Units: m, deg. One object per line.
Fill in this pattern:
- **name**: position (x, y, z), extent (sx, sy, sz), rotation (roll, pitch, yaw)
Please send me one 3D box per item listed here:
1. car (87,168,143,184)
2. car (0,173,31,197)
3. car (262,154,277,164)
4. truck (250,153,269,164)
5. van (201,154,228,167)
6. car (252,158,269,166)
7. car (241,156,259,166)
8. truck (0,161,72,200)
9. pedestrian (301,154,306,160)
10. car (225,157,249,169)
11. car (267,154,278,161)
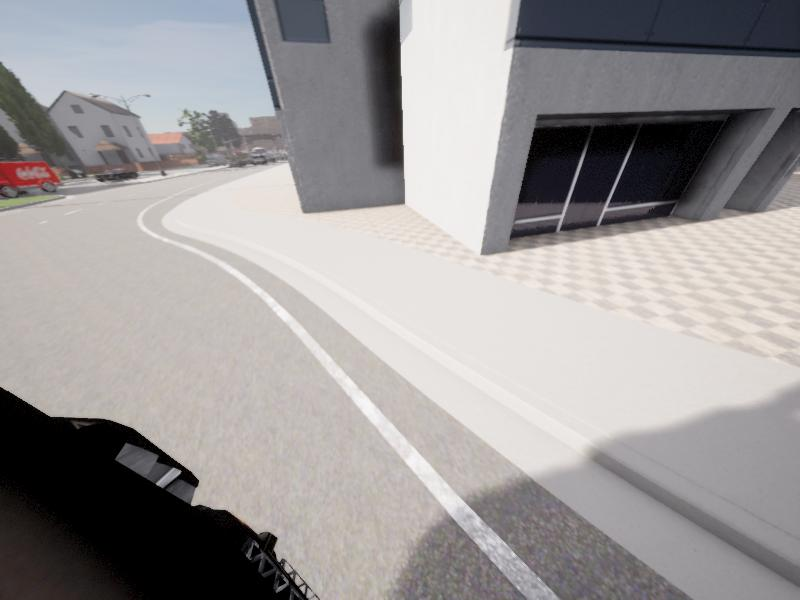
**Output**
- **car**: position (-34.331, -15.137, 28.059), extent (1.895, 1.301, 4.718), rotation (-11, 34, -11)
- **car**: position (-35.472, -9.348, 19.156), extent (1.930, 1.638, 5.238), rotation (-8, 34, -7)
- **car**: position (-31.880, -34.556, 56.535), extent (2.097, 1.767, 4.553), rotation (-11, 34, -11)
- **truck**: position (-36.964, -37.445, 60.967), extent (2.390, 2.098, 6.274), rotation (-11, 34, -11)
- **van**: position (-42.816, -32.431, 53.595), extent (2.351, 2.431, 6.366), rotation (-11, 34, -11)
- **car**: position (-29.153, -28.949, 48.369), extent (1.895, 1.301, 4.718), rotation (-11, 34, -11)
- **car**: position (-34.239, -31.837, 52.817), extent (2.038, 1.542, 4.974), rotation (-11, 34, -11)
- **truck**: position (-31.951, -9.798, 18.843), extent (2.627, 2.467, 5.204), rotation (-7, 33, -7)
- **pedestrian**: position (-25.119, -37.076, 59.901), extent (0.751, 1.300, 0.751), rotation (-24, 39, -28)
- **car**: position (-31.706, -26.832, 45.051), extent (2.242, 1.667, 4.611), rotation (-11, 34, -11)
- **car**: position (-41.663, -46.598, 75.504), extent (2.038, 1.542, 4.974), rotation (-11, 34, -11)
